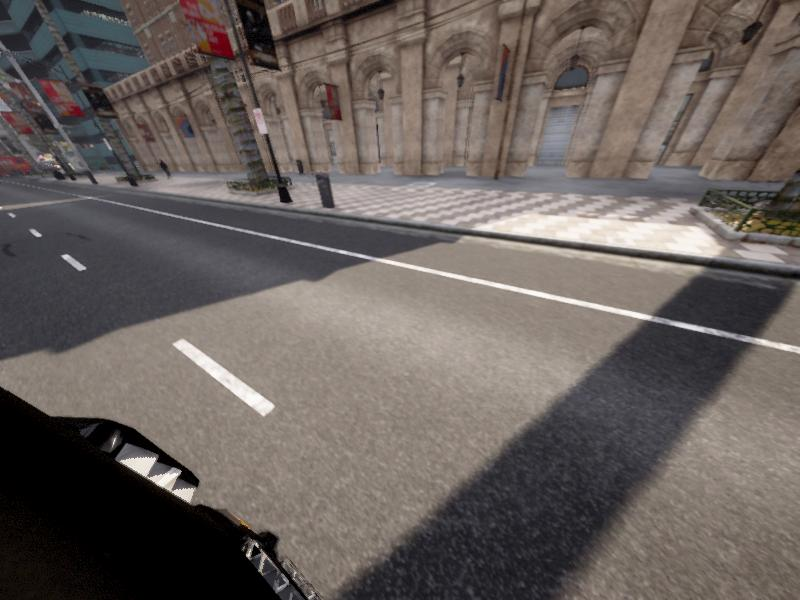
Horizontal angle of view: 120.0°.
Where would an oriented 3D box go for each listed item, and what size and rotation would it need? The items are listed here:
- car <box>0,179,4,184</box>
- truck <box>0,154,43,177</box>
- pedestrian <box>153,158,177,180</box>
[{"bbox_3d":[-57.588,-16.874,31.912,4.902,1.511,2.128,16,38,26],"label":"car"},{"bbox_3d":[-83.735,-28.891,49.607,2.891,3.827,8.468,-16,36,-18],"label":"truck"},{"bbox_3d":[-23.222,-12.985,22.870,0.751,1.860,0.751,16,38,25],"label":"pedestrian"}]
